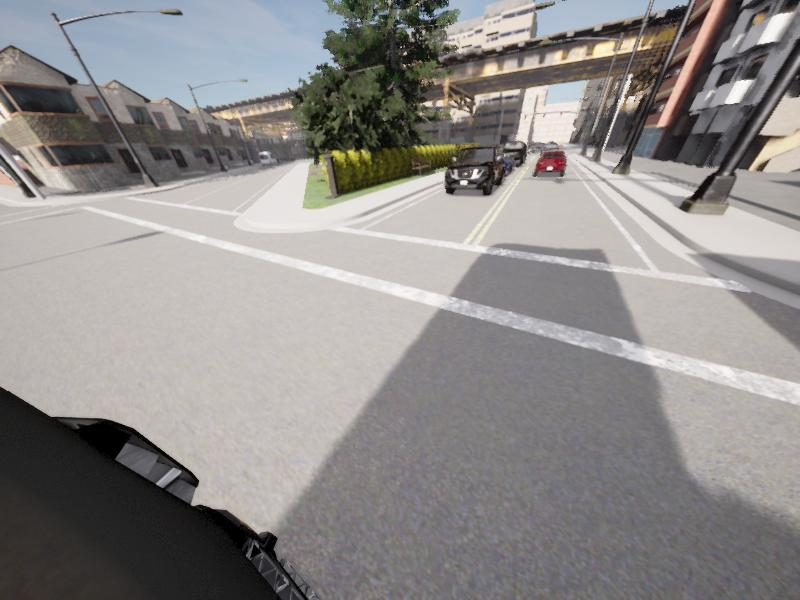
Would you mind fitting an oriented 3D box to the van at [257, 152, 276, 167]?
[{"bbox_3d":[-28.389,-30.124,49.419,1.988,2.561,5.915,-11,34,-12],"label":"van"}]

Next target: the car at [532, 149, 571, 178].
[{"bbox_3d":[10.801,-9.864,16.567,1.812,1.442,4.674,14,37,24],"label":"car"}]

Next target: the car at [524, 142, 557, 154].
[{"bbox_3d":[24.855,-26.803,40.836,4.902,1.511,2.128,-15,35,-17],"label":"car"}]

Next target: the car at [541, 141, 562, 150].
[{"bbox_3d":[34.462,-35.313,52.773,2.038,1.542,4.974,2,34,8],"label":"car"}]

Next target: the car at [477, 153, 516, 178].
[{"bbox_3d":[7.544,-10.410,17.799,1.895,1.301,4.718,14,37,24],"label":"car"}]

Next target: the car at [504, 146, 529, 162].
[{"bbox_3d":[14.598,-18.226,28.810,2.163,1.488,4.792,14,37,24],"label":"car"}]

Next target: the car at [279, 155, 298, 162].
[{"bbox_3d":[-32.794,-41.516,67.769,5.238,1.638,1.930,14,37,24],"label":"car"}]

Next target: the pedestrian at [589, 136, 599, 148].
[{"bbox_3d":[39.442,-32.085,46.934,0.751,1.860,0.751,1,34,7],"label":"pedestrian"}]

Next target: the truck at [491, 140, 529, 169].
[{"bbox_3d":[11.276,-14.832,23.419,2.390,2.098,6.274,14,37,24],"label":"truck"}]

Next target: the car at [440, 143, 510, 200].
[{"bbox_3d":[4.133,-6.996,12.265,2.150,2.045,5.566,14,37,24],"label":"car"}]

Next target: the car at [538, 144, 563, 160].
[{"bbox_3d":[18.945,-18.832,29.354,2.163,1.488,4.792,13,37,23],"label":"car"}]
